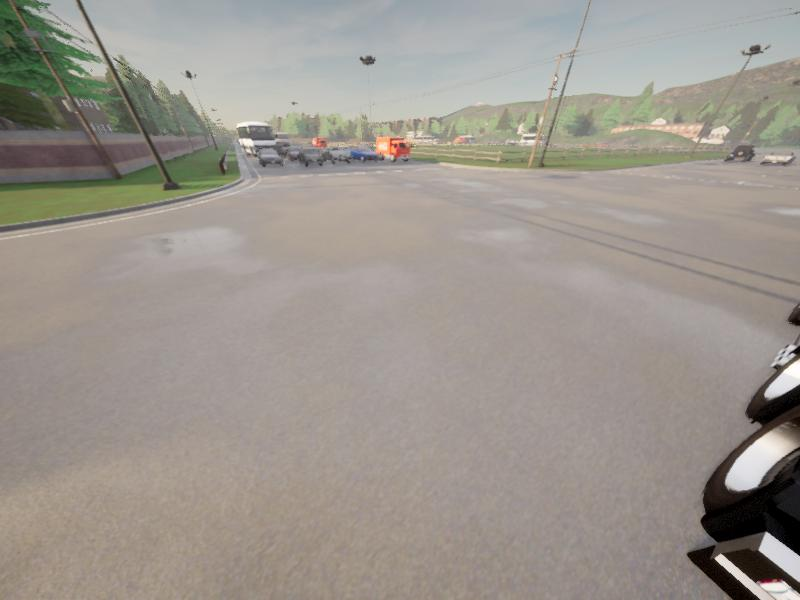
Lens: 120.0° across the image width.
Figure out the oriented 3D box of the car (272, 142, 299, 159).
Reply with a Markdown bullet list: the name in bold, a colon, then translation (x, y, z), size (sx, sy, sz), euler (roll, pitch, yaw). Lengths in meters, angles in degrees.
- **car**: translation (-16.073, -21.063, 32.500), size (1.905, 1.878, 3.866), euler (-27, 44, -32)

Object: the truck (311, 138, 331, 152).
- **truck**: translation (-17.840, -35.119, 52.191), size (2.627, 2.467, 5.204), euler (-18, 39, -25)

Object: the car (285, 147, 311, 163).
- **car**: translation (-12.629, -17.918, 28.465), size (1.994, 1.385, 4.181), euler (-18, 39, -24)

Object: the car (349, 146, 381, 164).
- **car**: translation (-4.365, -17.718, 28.099), size (1.882, 1.535, 5.008), euler (-18, 39, -25)

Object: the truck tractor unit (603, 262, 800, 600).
- **truck tractor unit**: translation (5.105, -0.307, 0.789), size (6.516, 4.208, 3.053), euler (-18, 39, -24)

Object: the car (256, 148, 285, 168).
- **car**: translation (-13.190, -14.458, 23.419), size (1.812, 1.442, 4.674), euler (-18, 39, -25)

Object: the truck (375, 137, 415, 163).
- **truck**: translation (-0.721, -18.499, 28.429), size (2.627, 2.467, 5.204), euler (-18, 39, -25)

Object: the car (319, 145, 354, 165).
- **car**: translation (-7.386, -16.756, 26.616), size (2.152, 1.651, 5.027), euler (-18, 39, -25)

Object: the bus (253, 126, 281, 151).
- **bus**: translation (-29.924, -35.896, 51.660), size (3.944, 4.253, 10.273), euler (-17, 37, -24)

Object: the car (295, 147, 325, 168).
- **car**: translation (-9.103, -14.464, 23.366), size (1.789, 1.549, 3.705), euler (-18, 39, -25)

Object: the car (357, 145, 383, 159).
- **car**: translation (-4.376, -21.657, 33.772), size (2.007, 1.525, 4.514), euler (-18, 39, -25)

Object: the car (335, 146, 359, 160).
- **car**: translation (-7.535, -20.770, 32.514), size (1.970, 1.475, 3.806), euler (-19, 39, -25)

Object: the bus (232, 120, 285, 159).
- **bus**: translation (-21.602, -24.279, 35.004), size (3.944, 4.253, 10.273), euler (-24, 42, -30)
